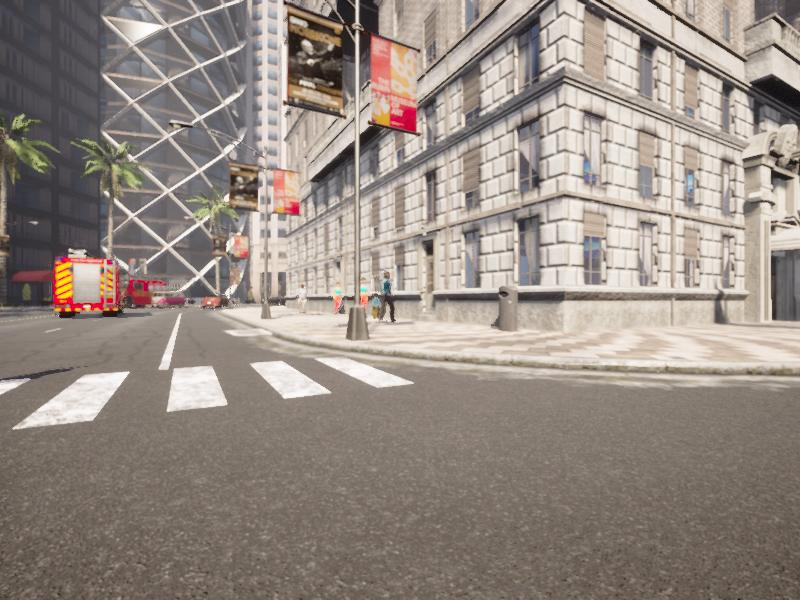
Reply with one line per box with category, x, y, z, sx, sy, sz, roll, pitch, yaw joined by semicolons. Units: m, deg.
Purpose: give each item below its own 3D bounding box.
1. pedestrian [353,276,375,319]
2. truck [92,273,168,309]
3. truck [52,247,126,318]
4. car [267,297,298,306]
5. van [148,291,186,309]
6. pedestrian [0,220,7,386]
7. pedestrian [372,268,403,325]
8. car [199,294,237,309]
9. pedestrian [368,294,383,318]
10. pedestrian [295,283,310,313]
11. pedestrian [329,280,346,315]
pedestrian;-1.599;-0.116;17.657;0.751;1.860;0.751;0;0;-24
truck;-31.542;-0.931;47.304;2.891;3.827;8.468;0;0;4
truck;-19.739;-0.928;25.898;2.891;3.827;8.468;0;0;-32
car;-19.119;0.236;65.244;1.837;1.490;4.892;0;0;31
van;-27.924;-0.011;48.104;1.775;1.987;4.442;0;0;4
pedestrian;-4.745;0.036;4.205;0.751;1.860;0.751;0;0;-35
pedestrian;-0.435;-0.116;13.660;0.751;1.860;0.751;0;0;-34
car;-21.086;0.173;46.684;2.152;1.651;5.027;0;0;0
pedestrian;-1.118;0.264;18.220;0.500;1.100;0.500;0;0;-26
pedestrian;-6.130;-0.118;25.175;0.751;1.860;0.751;0;0;-28
pedestrian;-3.412;-0.117;21.926;0.751;1.860;0.751;0;0;-24
